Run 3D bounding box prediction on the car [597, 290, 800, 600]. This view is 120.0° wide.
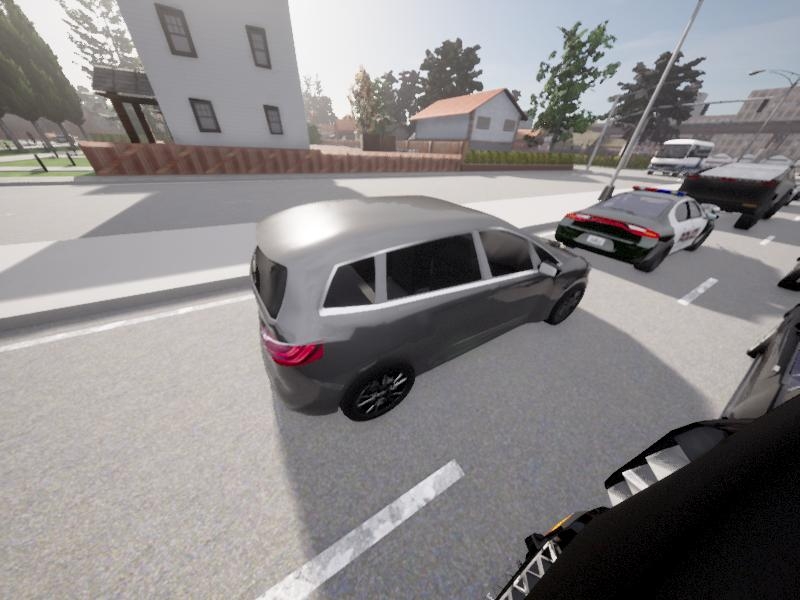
[{"bbox_3d":[3.825,0.996,1.484,4.718,1.301,1.895,-16,38,-25],"label":"car"}]

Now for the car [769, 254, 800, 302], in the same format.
[{"bbox_3d":[9.826,-0.918,4.308,4.553,1.767,2.097,-16,38,-25],"label":"car"}]

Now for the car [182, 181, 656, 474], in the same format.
[{"bbox_3d":[0.588,-0.473,3.126,4.611,1.667,2.242,-16,38,-26],"label":"car"}]

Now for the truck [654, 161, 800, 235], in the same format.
[{"bbox_3d":[14.110,-4.498,9.685,6.274,2.098,2.390,-16,38,-25],"label":"truck"}]

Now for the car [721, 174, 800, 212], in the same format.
[{"bbox_3d":[21.739,-6.437,13.615,4.974,1.542,2.038,-16,38,-25],"label":"car"}]

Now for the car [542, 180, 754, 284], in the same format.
[{"bbox_3d":[6.498,-2.099,6.087,4.974,1.542,2.038,-16,38,-25],"label":"car"}]

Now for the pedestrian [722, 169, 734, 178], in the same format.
[{"bbox_3d":[49.521,-19.159,34.893,0.500,1.100,0.500,-13,37,-21],"label":"pedestrian"}]

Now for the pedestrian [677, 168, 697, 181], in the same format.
[{"bbox_3d":[32.278,-14.130,26.010,0.751,1.300,0.751,-13,37,-23],"label":"pedestrian"}]

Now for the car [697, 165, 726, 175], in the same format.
[{"bbox_3d":[56.062,-23.501,41.616,4.181,1.385,1.994,-16,38,-25],"label":"car"}]

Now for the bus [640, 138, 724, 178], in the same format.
[{"bbox_3d":[39.770,-19.958,32.630,10.273,4.253,3.944,-16,38,-25],"label":"bus"}]

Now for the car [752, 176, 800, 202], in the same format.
[{"bbox_3d":[28.650,-8.309,17.099,4.718,1.301,1.895,-16,38,-25],"label":"car"}]

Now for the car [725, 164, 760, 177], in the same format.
[{"bbox_3d":[57.898,-21.950,39.062,4.553,1.767,2.097,-16,38,-25],"label":"car"}]
